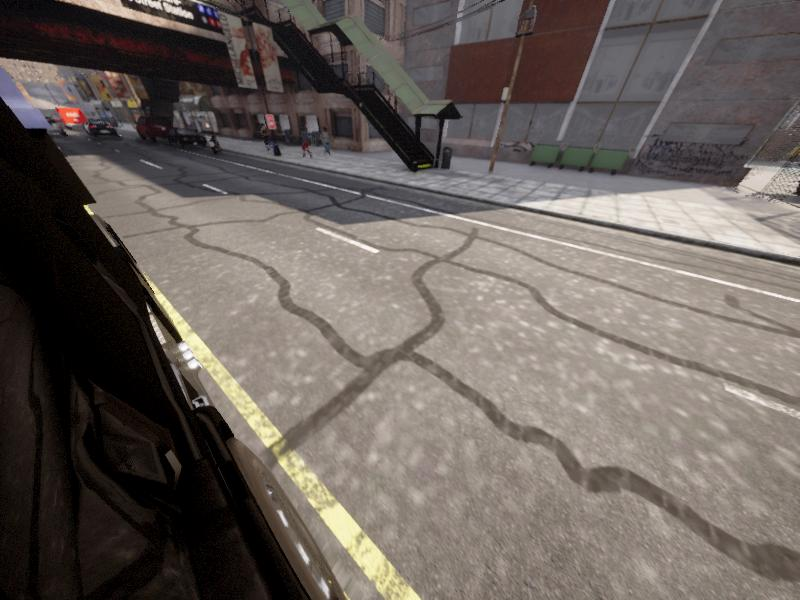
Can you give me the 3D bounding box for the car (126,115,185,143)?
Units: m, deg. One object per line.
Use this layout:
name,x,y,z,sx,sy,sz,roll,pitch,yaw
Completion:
car,-25.085,-17.548,23.691,5.566,2.045,2.435,26,42,27

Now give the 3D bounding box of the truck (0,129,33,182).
truck,-17.378,-6.153,9.000,6.274,2.098,2.390,26,43,28

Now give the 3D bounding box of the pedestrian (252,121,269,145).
pedestrian,-14.112,-16.931,23.455,0.751,1.860,0.751,25,42,26

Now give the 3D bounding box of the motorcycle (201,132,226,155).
motorcycle,-13.984,-11.847,17.425,0.764,1.277,2.356,-13,40,-20

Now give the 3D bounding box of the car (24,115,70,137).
car,-36.552,-18.016,23.910,3.988,1.617,1.851,26,43,28

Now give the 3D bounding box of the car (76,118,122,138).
car,-33.465,-19.114,25.649,4.974,1.542,2.038,26,43,27

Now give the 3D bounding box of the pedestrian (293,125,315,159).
pedestrian,-6.429,-10.602,15.528,0.751,1.860,0.751,22,41,23

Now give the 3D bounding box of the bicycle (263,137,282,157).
bicycle,-9.051,-10.861,16.417,1.643,1.024,0.373,26,32,27

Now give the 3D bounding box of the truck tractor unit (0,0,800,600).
truck tractor unit,-2.645,-0.295,0.351,6.516,4.208,3.053,28,44,30

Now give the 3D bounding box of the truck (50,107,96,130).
truck,-47.207,-26.176,33.361,5.204,2.467,2.627,26,43,28

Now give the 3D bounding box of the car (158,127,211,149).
car,-19.178,-14.410,20.512,4.718,1.301,1.895,26,42,27

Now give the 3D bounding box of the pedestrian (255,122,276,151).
pedestrian,-10.861,-13.160,18.644,0.751,1.860,0.751,27,43,28

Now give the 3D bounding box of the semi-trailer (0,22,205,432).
semi-trailer,-8.869,-3.491,4.040,14.254,4.402,2.717,26,43,28

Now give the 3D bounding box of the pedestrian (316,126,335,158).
pedestrian,-5.323,-11.353,16.603,0.751,1.860,0.751,29,44,30

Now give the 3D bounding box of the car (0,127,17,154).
car,-25.308,-9.884,13.787,5.238,1.638,1.930,26,43,28
